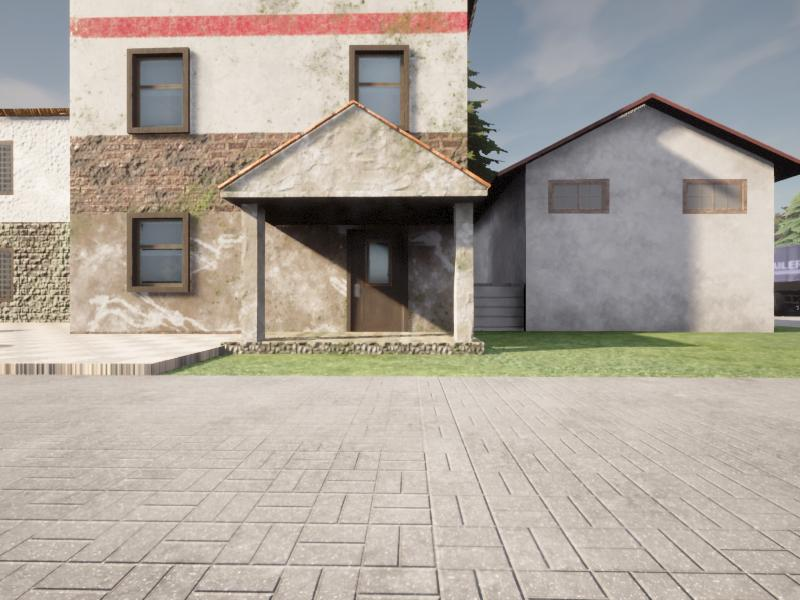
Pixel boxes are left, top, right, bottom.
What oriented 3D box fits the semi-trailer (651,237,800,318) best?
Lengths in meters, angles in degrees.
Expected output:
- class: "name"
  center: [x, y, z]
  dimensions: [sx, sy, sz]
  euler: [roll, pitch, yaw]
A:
- class: "semi-trailer"
  center: [23.373, -1.222, 28.118]
  dimensions: [2.717, 4.402, 14.254]
  euler: [0, 0, 1]
